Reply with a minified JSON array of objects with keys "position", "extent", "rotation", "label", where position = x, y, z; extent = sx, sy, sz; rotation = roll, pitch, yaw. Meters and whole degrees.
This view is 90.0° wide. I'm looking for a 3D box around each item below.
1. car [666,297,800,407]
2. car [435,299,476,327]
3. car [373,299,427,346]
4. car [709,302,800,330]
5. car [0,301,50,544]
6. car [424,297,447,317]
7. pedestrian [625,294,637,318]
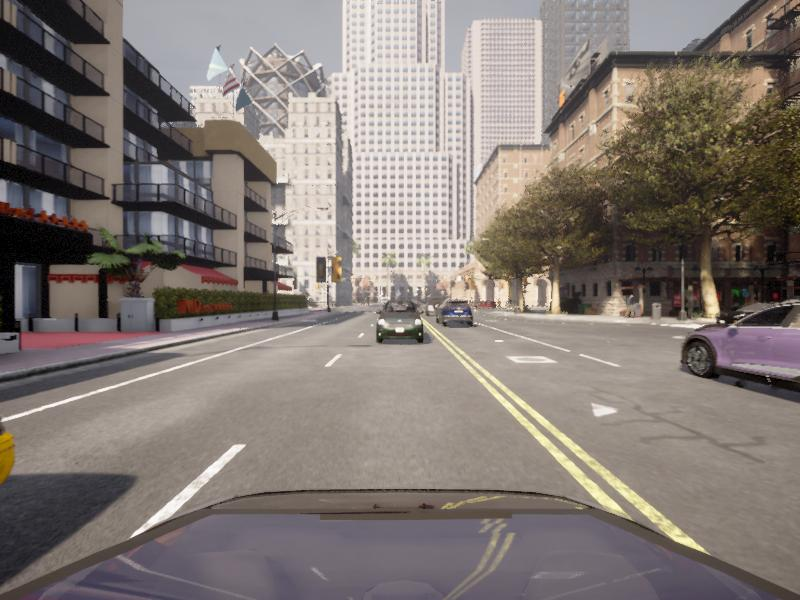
[{"position":[7.021,0.778,6.652],"extent":[2.033,1.649,4.856],"rotation":[0,0,1],"label":"car"},{"position":[3.487,0.780,26.020],"extent":[2.033,1.649,4.856],"rotation":[0,0,0],"label":"car"},{"position":[-0.002,0.790,15.826],"extent":[1.851,1.617,3.988],"rotation":[0,0,0],"label":"car"},{"position":[20.380,0.854,22.148],"extent":[4.792,1.488,2.163],"rotation":[0,0,4],"label":"car"},{"position":[-3.500,0.801,0.288],"extent":[1.801,1.575,5.366],"rotation":[0,0,0],"label":"car"},{"position":[3.498,0.650,39.927],"extent":[1.905,1.878,3.866],"rotation":[0,0,0],"label":"car"},{"position":[18.045,0.488,31.278],"extent":[0.751,1.860,0.751],"rotation":[0,0,38],"label":"pedestrian"}]
